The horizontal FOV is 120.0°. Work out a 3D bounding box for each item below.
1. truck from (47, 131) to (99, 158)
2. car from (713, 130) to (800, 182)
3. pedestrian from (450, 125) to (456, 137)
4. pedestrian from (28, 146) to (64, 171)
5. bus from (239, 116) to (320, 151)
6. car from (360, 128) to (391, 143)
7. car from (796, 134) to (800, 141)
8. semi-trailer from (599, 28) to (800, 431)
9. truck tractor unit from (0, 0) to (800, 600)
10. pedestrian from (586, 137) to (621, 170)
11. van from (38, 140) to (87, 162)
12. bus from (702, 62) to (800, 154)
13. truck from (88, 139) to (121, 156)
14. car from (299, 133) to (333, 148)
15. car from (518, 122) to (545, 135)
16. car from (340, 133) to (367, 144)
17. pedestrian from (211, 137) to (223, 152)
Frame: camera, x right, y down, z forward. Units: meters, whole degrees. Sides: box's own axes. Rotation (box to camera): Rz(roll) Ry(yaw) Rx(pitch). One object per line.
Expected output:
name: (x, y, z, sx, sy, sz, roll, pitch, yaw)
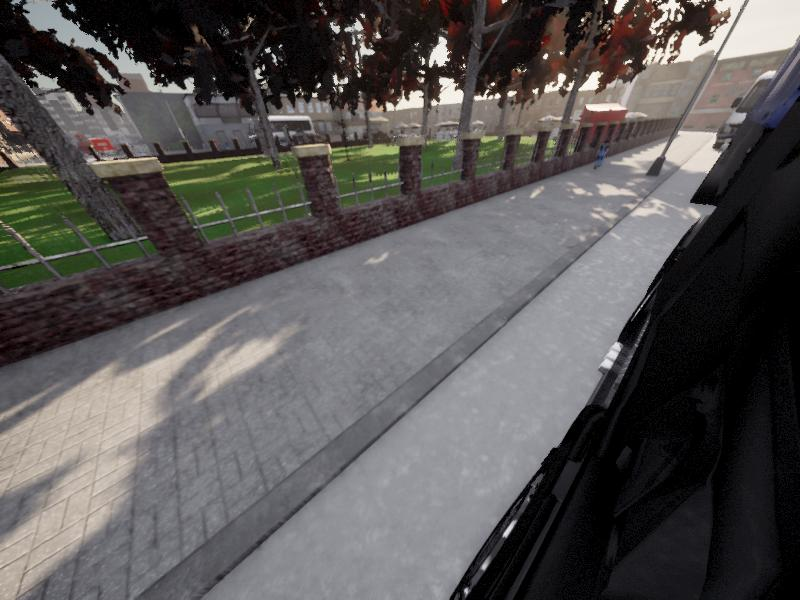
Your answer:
truck: (-60.773, -29.256, 43.294, 2.891, 3.827, 8.468, -28, 44, -30)
car: (15.946, -6.475, 10.125, 5.357, 1.411, 2.033, -29, 44, -31)
pedestrian: (11.174, -35.809, 48.940, 0.751, 1.860, 0.751, -27, 43, -28)
pedestrian: (-32.837, -13.141, 21.467, 0.751, 1.860, 0.751, -22, 41, -24)
bus: (-19.324, -27.339, 37.792, 10.273, 4.253, 3.944, -28, 43, -30)
car: (-4.667, -31.344, 44.048, 5.566, 2.045, 2.150, -31, 45, -32)
car: (34.299, -13.825, 18.360, 3.866, 1.878, 1.905, -29, 44, -31)
semi-trailer: (8.626, -3.655, 4.294, 14.254, 4.402, 2.717, -29, 44, -30)
truck tractor unit: (2.645, -0.295, 0.351, 6.516, 4.208, 3.053, -28, 44, -30)
pedestrian: (9.904, -7.169, 11.288, 0.751, 1.300, 0.751, -32, 46, -33)
van: (-52.713, -23.515, 36.296, 2.351, 2.431, 6.366, -27, 43, -29)
bus: (26.566, -13.486, 16.424, 10.273, 4.253, 3.944, -28, 44, -30)
truck: (-55.588, -28.915, 43.650, 2.627, 2.467, 5.204, -29, 44, -31)
car: (-13.755, -26.372, 38.125, 4.605, 1.855, 1.932, -30, 45, -31)
car: (26.365, -34.499, 46.443, 1.905, 1.878, 3.866, -29, 44, -30)
car: (-9.146, -31.916, 45.597, 4.674, 1.442, 1.812, -29, 44, -30)
pedestrian: (-29.067, -24.711, 36.670, 0.751, 1.860, 0.751, -26, 43, -28)
